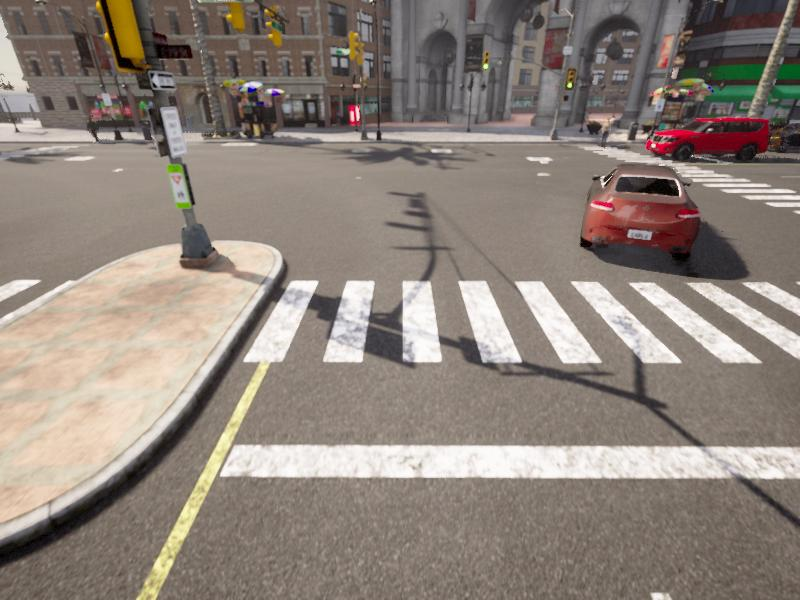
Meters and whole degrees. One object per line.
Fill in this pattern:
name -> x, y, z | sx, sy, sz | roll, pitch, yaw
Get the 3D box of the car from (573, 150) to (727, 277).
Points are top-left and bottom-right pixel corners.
car -> 5.704, -2.410, 9.636 | 2.152, 1.651, 5.027 | 12, 29, 23

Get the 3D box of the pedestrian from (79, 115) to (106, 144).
pedestrian -> -21.582, -11.995, 28.127 | 0.751, 1.860, 0.751 | 1, 27, 1

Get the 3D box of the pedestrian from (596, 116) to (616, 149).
pedestrian -> 13.067, -10.611, 25.409 | 0.751, 1.860, 0.751 | 13, 30, 24

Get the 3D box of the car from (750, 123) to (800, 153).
car -> 24.100, -9.851, 24.305 | 3.705, 1.549, 1.789 | 0, 27, 0

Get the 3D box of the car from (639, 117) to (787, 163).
car -> 16.269, -8.504, 21.126 | 5.566, 2.045, 2.150 | 0, 27, 0
